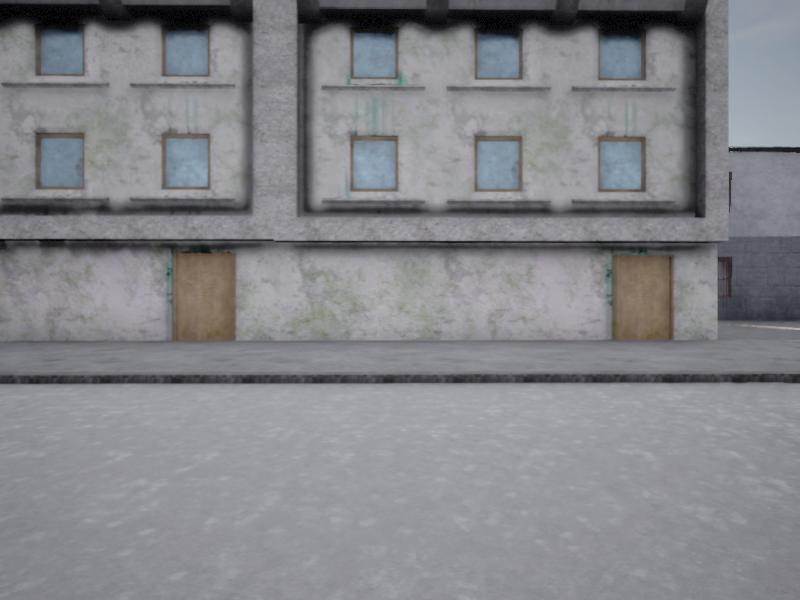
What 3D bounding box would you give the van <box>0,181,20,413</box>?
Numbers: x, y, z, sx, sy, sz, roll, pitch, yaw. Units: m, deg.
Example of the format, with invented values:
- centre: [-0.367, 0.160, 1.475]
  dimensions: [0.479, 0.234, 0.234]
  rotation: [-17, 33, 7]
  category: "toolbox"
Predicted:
- centre: [-5.739, -0.028, 2.640]
  dimensions: [4.480, 2.038, 2.069]
  rotation: [0, 0, -1]
  category: "van"
